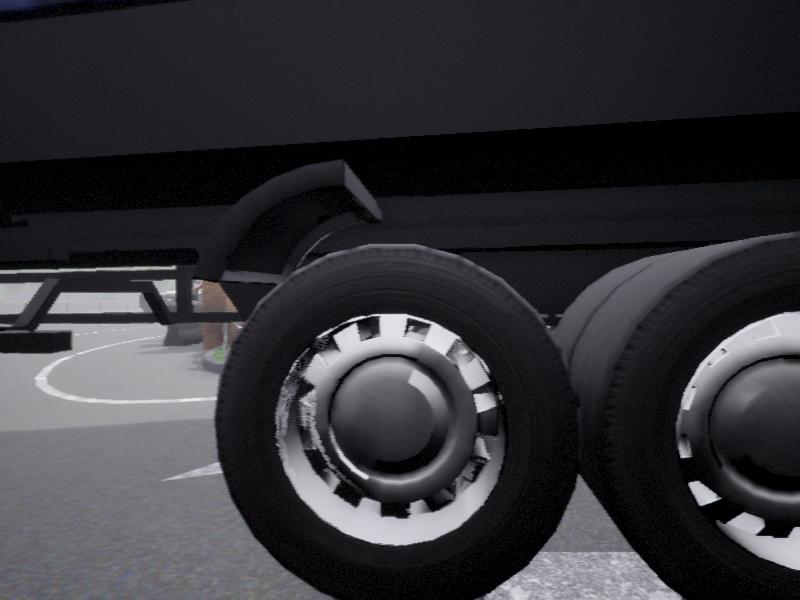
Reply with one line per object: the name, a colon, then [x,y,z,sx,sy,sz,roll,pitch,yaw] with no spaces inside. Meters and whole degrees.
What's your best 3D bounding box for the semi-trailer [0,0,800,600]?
semi-trailer: [-1.284,-1.187,2.659,14.254,4.402,2.717,-1,1,7]
